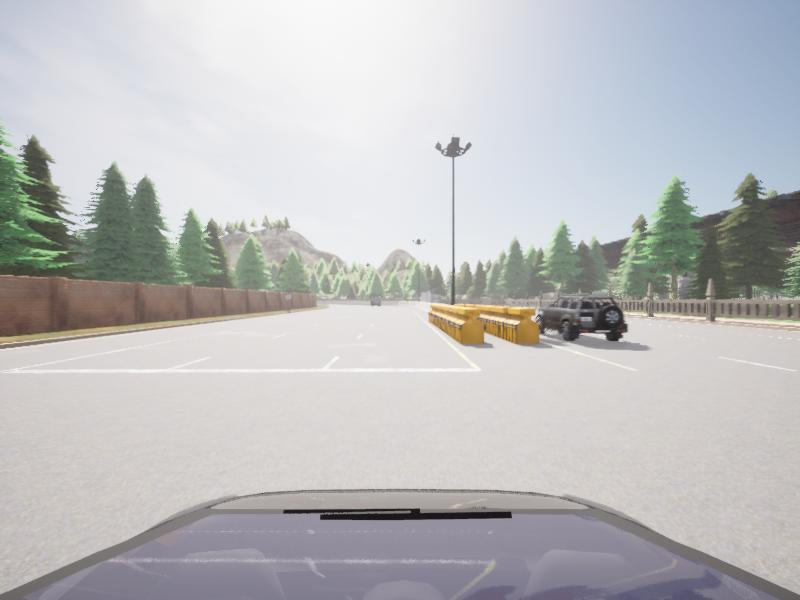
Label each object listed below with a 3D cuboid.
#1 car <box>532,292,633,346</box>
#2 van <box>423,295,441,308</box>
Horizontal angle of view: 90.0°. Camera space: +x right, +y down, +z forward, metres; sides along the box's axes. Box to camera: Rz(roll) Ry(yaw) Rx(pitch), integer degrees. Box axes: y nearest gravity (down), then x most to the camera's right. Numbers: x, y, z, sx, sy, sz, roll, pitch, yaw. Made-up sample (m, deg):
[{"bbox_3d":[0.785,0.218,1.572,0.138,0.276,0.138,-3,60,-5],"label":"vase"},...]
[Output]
[{"bbox_3d":[7.076,0.628,16.141,1.932,1.855,4.605,0,1,-1],"label":"car"},{"bbox_3d":[6.219,0.249,78.720,2.351,2.431,6.366,0,0,-8],"label":"van"}]
